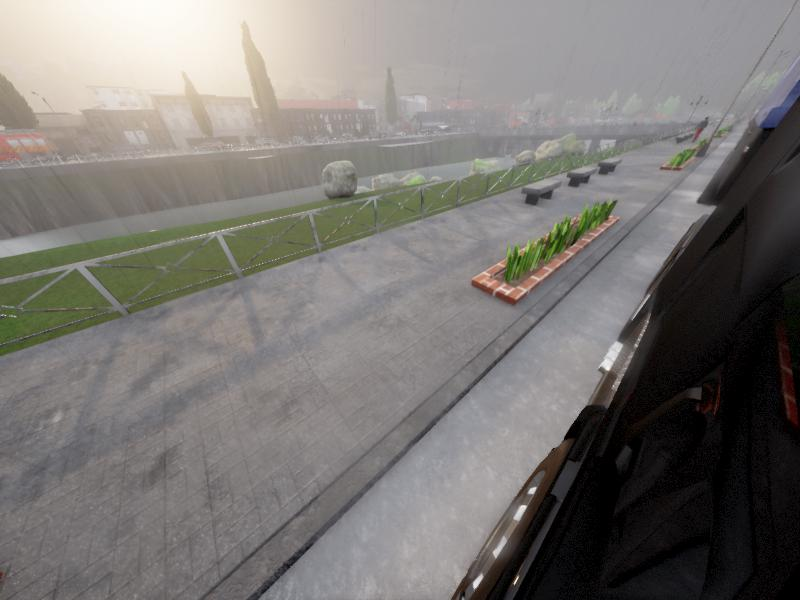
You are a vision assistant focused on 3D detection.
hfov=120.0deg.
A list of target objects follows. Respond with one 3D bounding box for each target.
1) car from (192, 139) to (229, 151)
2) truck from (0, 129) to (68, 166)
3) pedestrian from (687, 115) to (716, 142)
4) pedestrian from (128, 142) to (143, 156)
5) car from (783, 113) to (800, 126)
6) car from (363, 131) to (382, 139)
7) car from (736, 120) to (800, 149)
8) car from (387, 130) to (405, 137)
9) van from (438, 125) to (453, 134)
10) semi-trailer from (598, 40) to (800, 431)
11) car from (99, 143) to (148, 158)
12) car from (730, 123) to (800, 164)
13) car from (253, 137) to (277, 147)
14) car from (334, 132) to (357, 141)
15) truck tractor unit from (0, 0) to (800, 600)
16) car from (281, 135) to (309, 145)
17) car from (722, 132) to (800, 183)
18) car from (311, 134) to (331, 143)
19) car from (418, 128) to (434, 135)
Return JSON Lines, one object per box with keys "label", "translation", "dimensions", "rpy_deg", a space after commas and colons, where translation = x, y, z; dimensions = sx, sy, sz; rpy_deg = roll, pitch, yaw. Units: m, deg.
{"label": "car", "translation": [-36.332, -29.801, 44.390], "dimensions": [5.027, 1.651, 2.152], "rpy_deg": [-28, 44, -30]}
{"label": "truck", "translation": [-54.368, -21.086, 32.011], "dimensions": [8.468, 3.827, 2.891], "rpy_deg": [-28, 44, -30]}
{"label": "pedestrian", "translation": [26.693, -15.154, 20.484], "dimensions": [0.751, 1.860, 0.751], "rpy_deg": [-29, 44, -31]}
{"label": "pedestrian", "translation": [-43.045, -24.606, 37.619], "dimensions": [0.751, 1.860, 0.751], "rpy_deg": [-21, 41, -23]}
{"label": "car", "translation": [63.882, -28.782, 36.772], "dimensions": [4.611, 1.667, 2.242], "rpy_deg": [-28, 43, -30]}
{"label": "car", "translation": [-7.426, -45.237, 63.223], "dimensions": [4.856, 1.649, 2.033], "rpy_deg": [-28, 44, -30]}
{"label": "car", "translation": [27.388, -12.389, 17.235], "dimensions": [4.514, 1.525, 2.007], "rpy_deg": [-28, 44, -30]}
{"label": "car", "translation": [-1.075, -48.604, 67.378], "dimensions": [4.974, 1.542, 2.038], "rpy_deg": [-28, 44, -30]}
{"label": "van", "translation": [14.345, -53.884, 73.114], "dimensions": [4.480, 2.038, 2.069], "rpy_deg": [-28, 44, -30]}
{"label": "semi-trailer", "translation": [8.696, -3.606, 4.231], "dimensions": [14.254, 4.402, 2.717], "rpy_deg": [-28, 44, -30]}
{"label": "car", "translation": [-45.623, -24.848, 38.337], "dimensions": [4.856, 1.649, 2.033], "rpy_deg": [-28, 44, -30]}
{"label": "car", "translation": [20.580, -8.758, 12.802], "dimensions": [4.514, 1.525, 2.007], "rpy_deg": [-28, 44, -30]}
{"label": "car", "translation": [-28.799, -33.758, 49.337], "dimensions": [3.806, 1.475, 1.970], "rpy_deg": [-28, 44, -30]}
{"label": "car", "translation": [-13.807, -41.829, 59.065], "dimensions": [5.238, 1.638, 1.930], "rpy_deg": [-28, 44, -30]}
{"label": "truck tractor unit", "translation": [2.645, -0.295, 0.352], "dimensions": [6.516, 4.208, 3.053], "rpy_deg": [-28, 44, -30]}
{"label": "car", "translation": [-23.858, -36.466, 52.515], "dimensions": [5.238, 1.638, 1.930], "rpy_deg": [-28, 44, -30]}
{"label": "car", "translation": [15.666, -6.059, 9.655], "dimensions": [4.181, 1.385, 1.994], "rpy_deg": [-28, 43, -30]}
{"label": "car", "translation": [-19.060, -38.955, 55.685], "dimensions": [3.806, 1.475, 1.970], "rpy_deg": [-28, 44, -30]}
{"label": "car", "translation": [8.210, -53.536, 73.444], "dimensions": [5.008, 1.535, 1.882], "rpy_deg": [-28, 44, -30]}
